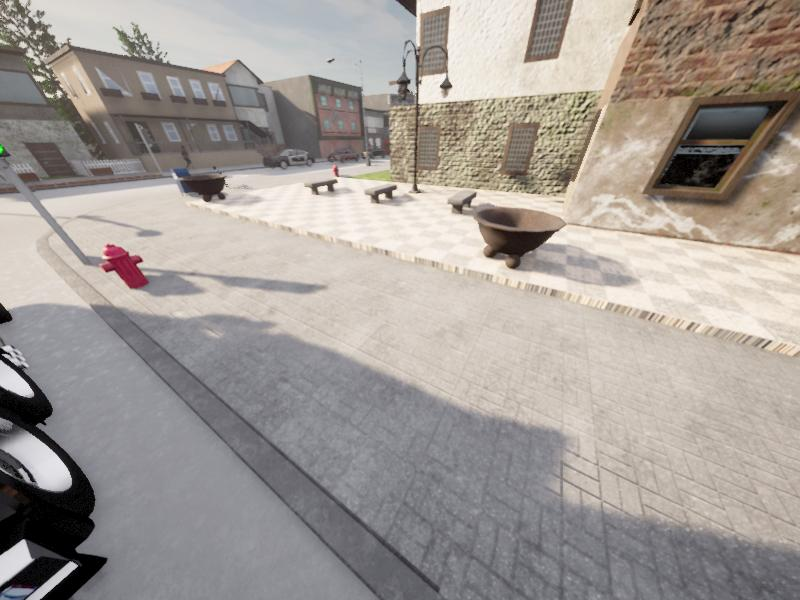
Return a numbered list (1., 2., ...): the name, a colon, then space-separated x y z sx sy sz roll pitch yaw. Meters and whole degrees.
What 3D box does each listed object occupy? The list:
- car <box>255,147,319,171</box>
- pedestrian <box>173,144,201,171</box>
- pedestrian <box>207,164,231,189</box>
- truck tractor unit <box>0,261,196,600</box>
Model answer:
1. car: -10.677 -13.757 22.336 1.930 1.638 5.238 18 39 24
2. pedestrian: -17.732 -11.852 19.250 0.751 1.860 0.751 8 36 12
3. pedestrian: -9.480 -6.466 12.120 0.500 1.100 0.500 28 44 34
4. truck tractor unit: -5.109 -0.301 0.790 6.516 4.208 3.053 18 39 24
